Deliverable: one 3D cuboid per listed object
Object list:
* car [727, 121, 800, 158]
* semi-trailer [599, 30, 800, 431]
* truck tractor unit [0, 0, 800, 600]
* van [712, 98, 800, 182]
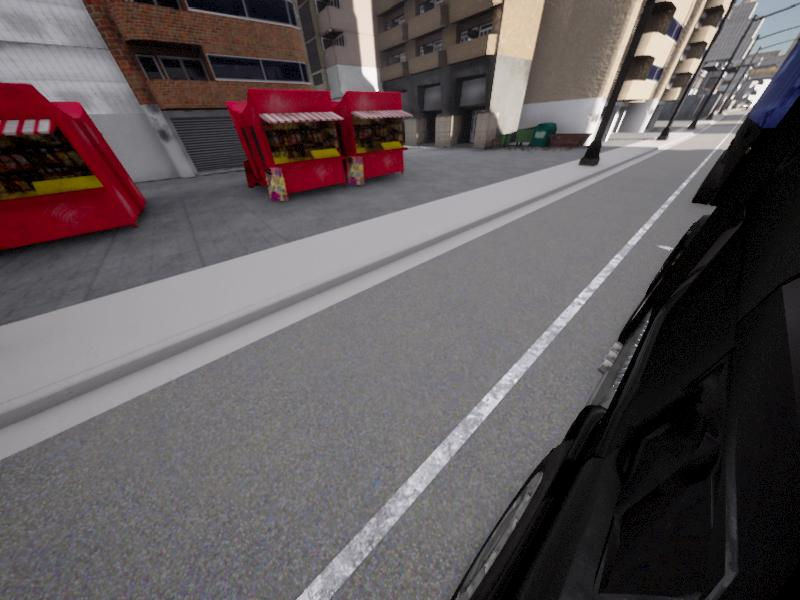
[{"bbox_3d":[22.104,-9.741,13.940,4.902,1.511,2.128,-28,44,-30],"label":"car"},{"bbox_3d":[8.634,-3.656,4.278,14.254,4.402,2.717,-29,44,-30],"label":"semi-trailer"},{"bbox_3d":[2.645,-0.295,0.352,6.516,4.208,3.053,-28,44,-30],"label":"truck tractor unit"},{"bbox_3d":[16.398,-7.028,9.934,6.366,2.431,2.351,-28,44,-30],"label":"van"}]
